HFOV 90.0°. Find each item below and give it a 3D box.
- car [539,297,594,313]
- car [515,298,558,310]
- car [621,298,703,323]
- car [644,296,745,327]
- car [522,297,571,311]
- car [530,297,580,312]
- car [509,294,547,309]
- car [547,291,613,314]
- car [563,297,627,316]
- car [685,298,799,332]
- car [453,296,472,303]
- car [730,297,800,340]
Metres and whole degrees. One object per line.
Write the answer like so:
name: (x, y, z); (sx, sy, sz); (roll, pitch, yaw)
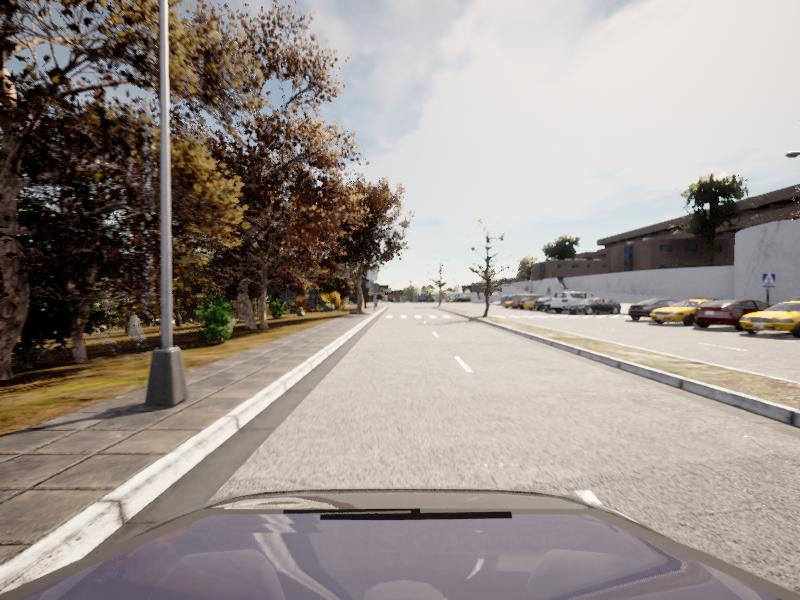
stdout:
car: (16.906, 0.485, 40.665); (5.008, 1.535, 2.097); (1, 1, -20)
car: (16.932, 0.469, 49.628); (4.792, 1.488, 2.163); (1, 0, -20)
car: (16.885, 0.643, 25.759); (4.674, 1.452, 2.002); (1, 0, -20)
car: (16.714, 0.628, 22.710); (5.366, 1.575, 1.946); (1, 1, -20)
car: (17.078, 0.452, 46.698); (5.366, 1.575, 1.946); (1, 0, -20)
car: (16.895, 0.469, 43.650); (4.892, 1.521, 2.231); (1, 0, -20)
car: (16.802, 0.199, 52.553); (4.442, 1.987, 1.878); (1, 1, -20)
car: (16.927, 0.252, 37.699); (5.566, 2.045, 2.435); (1, 0, -20)
car: (16.905, 0.526, 34.699); (4.892, 1.521, 2.231); (1, 1, -20)
car: (16.912, 0.696, 19.807); (4.792, 1.488, 2.163); (1, 0, -20)
car: (16.841, -0.110, 107.821); (4.442, 1.987, 1.878); (1, -1, -20)
car: (16.709, 0.696, 16.745); (5.366, 1.575, 1.946); (1, 1, -20)
